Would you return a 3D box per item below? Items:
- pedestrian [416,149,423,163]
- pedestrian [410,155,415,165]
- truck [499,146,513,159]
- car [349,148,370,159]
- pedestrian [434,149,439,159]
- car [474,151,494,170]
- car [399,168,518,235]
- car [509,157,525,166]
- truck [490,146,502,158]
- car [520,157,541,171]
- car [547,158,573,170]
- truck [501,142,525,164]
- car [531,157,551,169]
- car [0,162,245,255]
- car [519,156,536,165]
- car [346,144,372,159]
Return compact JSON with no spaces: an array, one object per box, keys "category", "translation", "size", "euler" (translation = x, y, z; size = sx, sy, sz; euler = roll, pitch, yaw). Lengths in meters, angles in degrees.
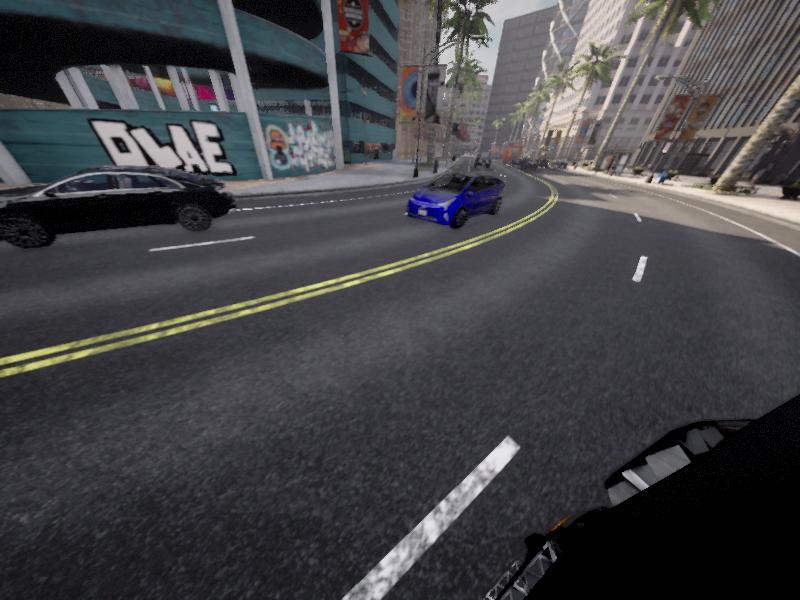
[{"category":"pedestrian","translation":[2.971,-22.129,35.491],"size":[0.751,1.860,0.751],"euler":[10,34,11]},{"category":"pedestrian","translation":[1.742,-19.109,31.541],"size":[0.500,1.100,0.500],"euler":[12,35,14]},{"category":"truck","translation":[40.884,-57.092,89.411],"size":[2.891,3.827,8.468],"euler":[10,34,12]},{"category":"car","translation":[-7.227,-26.475,41.809],"size":[2.007,1.523,4.514],"euler":[10,34,11]},{"category":"pedestrian","translation":[8.244,-33.012,52.262],"size":[0.751,1.860,0.751],"euler":[10,34,11]},{"category":"car","translation":[12.089,-20.285,33.518],"size":[2.150,2.045,5.566],"euler":[10,34,11]},{"category":"car","translation":[2.277,-3.874,8.567],"size":[2.007,1.525,4.514],"euler":[30,42,34]},{"category":"car","translation":[22.872,-27.145,45.239],"size":[1.994,1.385,4.181],"euler":[10,34,11]},{"category":"truck","translation":[37.503,-57.699,90.083],"size":[2.891,3.827,8.468],"euler":[10,34,12]},{"category":"car","translation":[19.655,-20.605,34.996],"size":[1.789,1.549,3.705],"euler":[10,35,11]},{"category":"car","translation":[28.392,-24.320,41.231],"size":[2.231,1.521,4.892],"euler":[10,34,11]},{"category":"truck","translation":[25.404,-33.282,52.443],"size":[2.891,3.827,8.468],"euler":[10,34,11]},{"category":"car","translation":[25.326,-24.709,41.532],"size":[1.851,1.617,3.988],"euler":[10,34,11]},{"category":"car","translation":[-7.157,-2.582,5.958],"size":[4.902,1.511,2.128],"euler":[-17,39,-27]},{"category":"car","translation":[28.453,-31.148,51.543],"size":[2.128,1.511,4.902],"euler":[10,34,11]},{"category":"car","translation":[-7.226,-26.771,41.545],"size":[2.435,2.045,5.566],"euler":[10,34,11]}]
